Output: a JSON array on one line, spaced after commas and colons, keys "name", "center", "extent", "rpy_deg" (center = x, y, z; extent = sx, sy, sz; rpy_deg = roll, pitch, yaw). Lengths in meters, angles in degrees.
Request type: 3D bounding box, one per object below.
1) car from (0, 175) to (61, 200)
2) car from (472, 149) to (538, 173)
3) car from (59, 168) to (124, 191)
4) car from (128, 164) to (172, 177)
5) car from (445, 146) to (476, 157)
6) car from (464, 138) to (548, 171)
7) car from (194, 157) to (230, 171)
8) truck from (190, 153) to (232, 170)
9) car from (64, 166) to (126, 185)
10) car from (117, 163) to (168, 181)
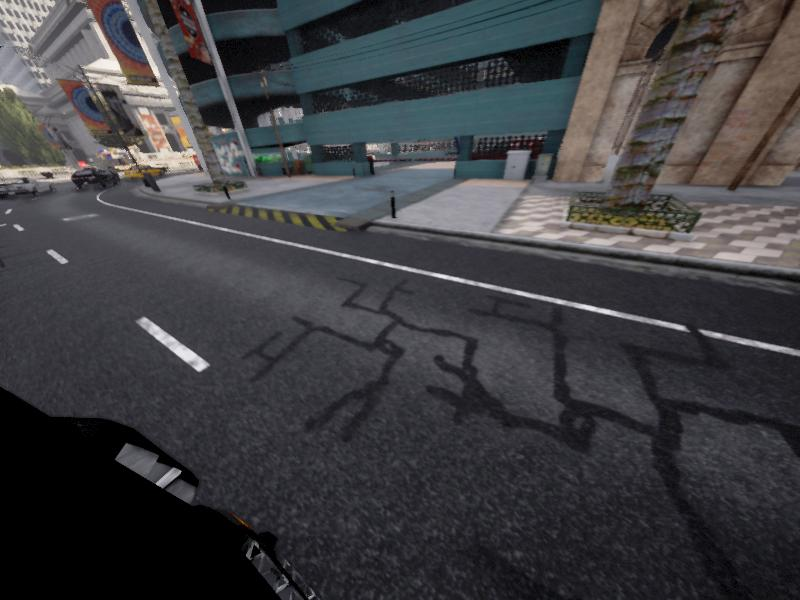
[{"name": "car", "center": [-31.180, -9.426, 19.182], "extent": [1.895, 1.301, 4.718], "rpy_deg": [-23, 39, -28]}, {"name": "car", "center": [8.549, -11.450, 19.033], "extent": [4.514, 1.523, 2.007], "rpy_deg": [16, 38, 26]}, {"name": "car", "center": [-29.540, -11.775, 22.400], "extent": [2.128, 1.511, 4.902], "rpy_deg": [-21, 38, -25]}, {"name": "car", "center": [-37.537, -19.570, 34.885], "extent": [1.895, 1.301, 4.718], "rpy_deg": [-4, 34, -2]}, {"name": "car", "center": [11.139, -27.379, 42.701], "extent": [4.902, 1.511, 2.128], "rpy_deg": [16, 38, 26]}, {"name": "car", "center": [8.483, -11.790, 18.842], "extent": [5.566, 2.045, 2.435], "rpy_deg": [16, 38, 26]}, {"name": "car", "center": [-33.557, -24.406, 41.415], "extent": [2.097, 1.767, 4.553], "rpy_deg": [3, 34, 8]}, {"name": "truck", "center": [-36.333, -26.848, 44.694], "extent": [2.627, 2.467, 5.204], "rpy_deg": [7, 36, 14]}, {"name": "car", "center": [-35.862, -14.824, 27.415], "extent": [2.038, 1.542, 4.974], "rpy_deg": [-13, 35, -14]}, {"name": "car", "center": [-33.216, -16.740, 30.062], "extent": [1.801, 1.575, 5.366], "rpy_deg": [-10, 34, -11]}]
